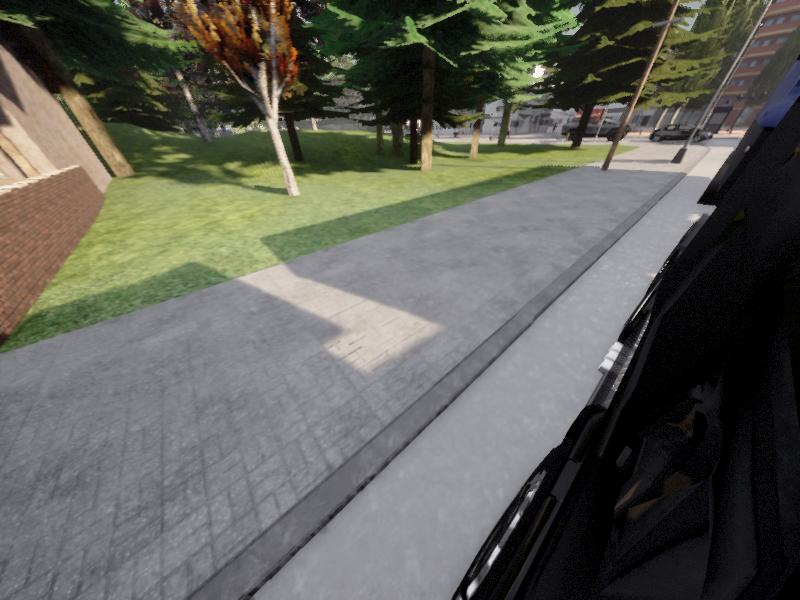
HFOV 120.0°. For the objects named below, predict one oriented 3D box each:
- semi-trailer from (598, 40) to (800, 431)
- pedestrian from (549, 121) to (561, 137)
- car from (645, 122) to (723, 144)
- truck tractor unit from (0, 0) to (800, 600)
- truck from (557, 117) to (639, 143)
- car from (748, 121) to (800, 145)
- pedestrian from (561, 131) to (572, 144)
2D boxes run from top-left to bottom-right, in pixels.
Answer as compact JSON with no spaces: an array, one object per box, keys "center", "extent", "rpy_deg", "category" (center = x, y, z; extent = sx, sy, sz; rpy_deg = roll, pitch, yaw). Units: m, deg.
[{"center":[8.708,-3.593,4.227],"extent":[14.254,4.402,2.717],"rpy_deg":[-28,44,-30],"category":"semi-trailer"},{"center":[23.083,-25.496,34.488],"extent":[0.751,1.860,0.751],"rpy_deg":[-26,43,-28],"category":"pedestrian"},{"center":[26.533,-15.688,21.751],"extent":[1.816,1.474,4.193],"rpy_deg":[-26,43,-28],"category":"car"},{"center":[2.645,-0.295,0.351],"extent":[6.516,4.208,3.053],"rpy_deg":[-28,44,-30],"category":"truck tractor unit"},{"center":[21.979,-19.117,26.069],"extent":[2.390,2.098,6.274],"rpy_deg":[-28,44,-30],"category":"truck"},{"center":[30.894,-12.773,17.637],"extent":[1.812,1.442,4.674],"rpy_deg":[-28,44,-30],"category":"car"},{"center":[17.345,-16.927,24.042],"extent":[0.500,1.100,0.500],"rpy_deg":[-30,45,-31],"category":"pedestrian"}]
